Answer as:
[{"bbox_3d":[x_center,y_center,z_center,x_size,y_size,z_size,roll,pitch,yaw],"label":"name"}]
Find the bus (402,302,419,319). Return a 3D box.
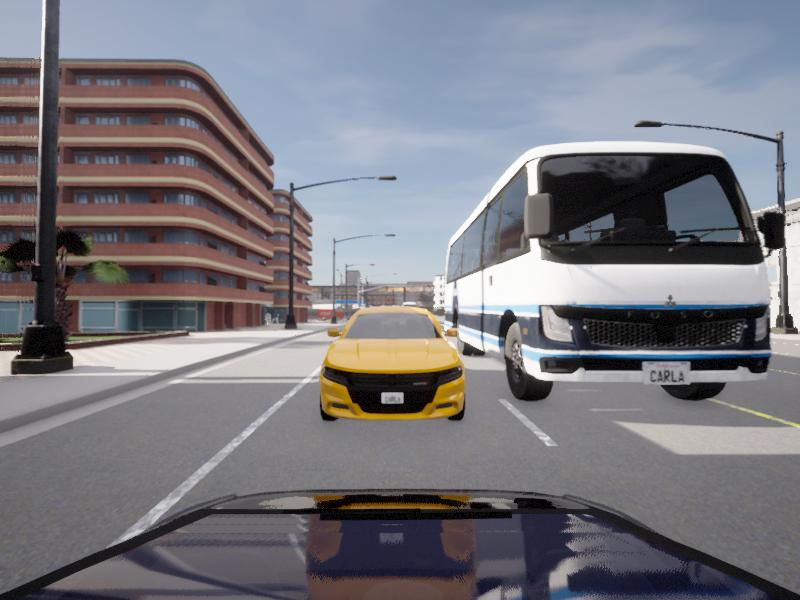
[{"bbox_3d":[2.706,2.766,105.010,3.944,4.253,10.273,0,-1,-1],"label":"bus"}]

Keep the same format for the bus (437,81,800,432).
[{"bbox_3d":[3.456,-0.461,9.999,3.944,4.253,10.273,0,-1,-1],"label":"bus"}]

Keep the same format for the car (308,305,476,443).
[{"bbox_3d":[-0.120,0.854,6.995,1.882,1.535,5.008,0,-1,-1],"label":"car"}]

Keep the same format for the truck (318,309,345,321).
[{"bbox_3d":[-13.788,3.045,80.884,5.204,2.467,2.627,0,-1,-2],"label":"truck"}]
